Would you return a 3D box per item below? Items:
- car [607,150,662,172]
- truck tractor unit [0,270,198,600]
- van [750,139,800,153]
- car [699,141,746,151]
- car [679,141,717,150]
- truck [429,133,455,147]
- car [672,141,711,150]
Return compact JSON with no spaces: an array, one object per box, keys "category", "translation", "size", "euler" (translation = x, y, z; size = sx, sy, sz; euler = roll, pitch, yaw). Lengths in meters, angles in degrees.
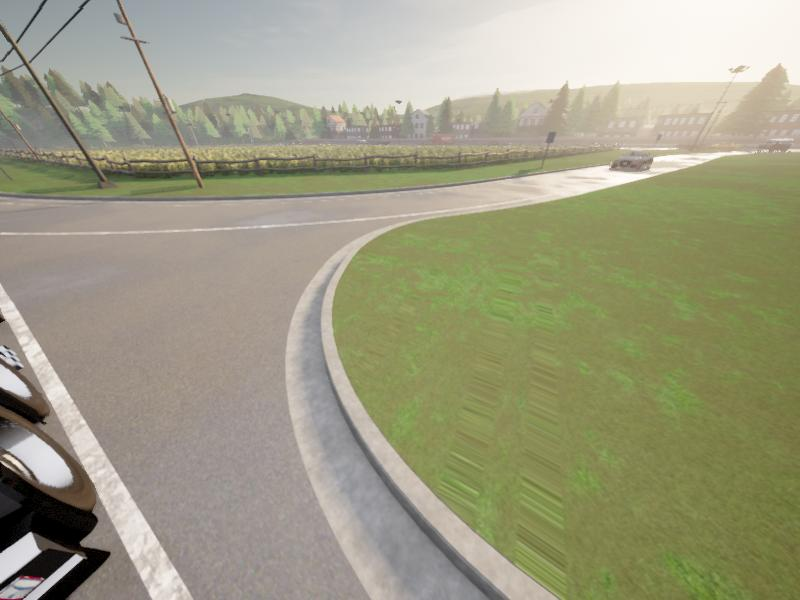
[{"category":"car","translation":[20.369,-12.150,20.078],"size":[4.181,1.385,1.994],"euler":[-22,40,-28]},{"category":"truck tractor unit","translation":[-5.120,-0.293,0.760],"size":[6.516,4.208,3.053],"euler":[18,39,24]},{"category":"van","translation":[63.973,-26.312,39.462],"size":[4.480,2.038,2.069],"euler":[-4,35,-6]},{"category":"car","translation":[66.786,-32.006,48.016],"size":[5.366,1.575,1.801],"euler":[18,39,25]},{"category":"car","translation":[69.005,-35.890,53.612],"size":[5.008,1.535,1.882],"euler":[19,39,24]},{"category":"truck","translation":[14.773,-57.008,82.399],"size":[8.468,3.827,2.891],"euler":[18,39,25]},{"category":"car","translation":[65.508,-34.725,51.969],"size":[5.008,1.535,1.882],"euler":[19,39,24]}]
